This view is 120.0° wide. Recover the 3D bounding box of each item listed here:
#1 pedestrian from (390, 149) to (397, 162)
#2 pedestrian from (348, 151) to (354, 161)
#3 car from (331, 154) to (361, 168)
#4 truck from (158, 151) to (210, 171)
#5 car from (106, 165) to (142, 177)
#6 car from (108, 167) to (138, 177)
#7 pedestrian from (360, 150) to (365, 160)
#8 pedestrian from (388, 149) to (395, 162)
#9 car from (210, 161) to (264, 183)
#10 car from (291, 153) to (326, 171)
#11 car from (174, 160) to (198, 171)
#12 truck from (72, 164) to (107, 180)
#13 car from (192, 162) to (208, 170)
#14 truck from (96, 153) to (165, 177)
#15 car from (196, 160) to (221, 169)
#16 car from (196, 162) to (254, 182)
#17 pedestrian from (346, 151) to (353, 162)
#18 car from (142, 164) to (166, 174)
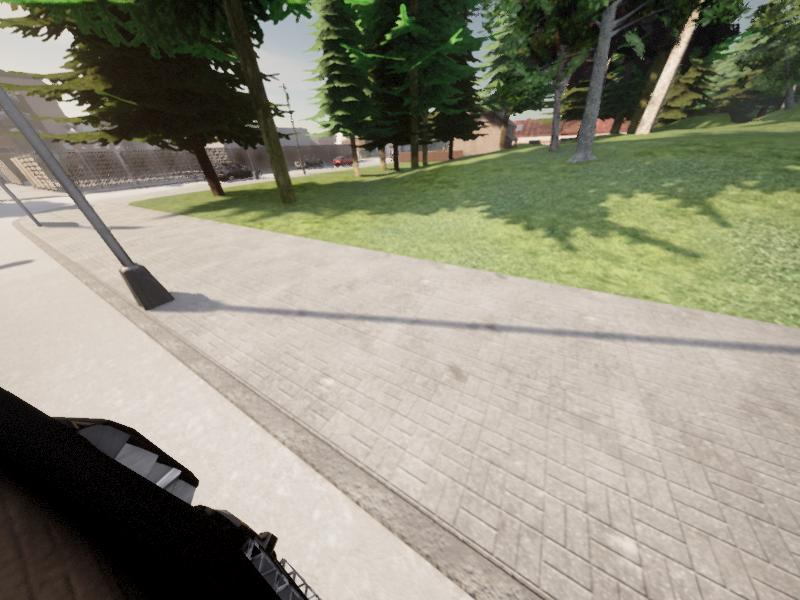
[{"bbox_3d":[-1.016,-24.157,38.652,0.751,1.860,0.751,19,39,30],"label":"pedestrian"},{"bbox_3d":[-11.157,-33.088,52.967,0.751,1.860,0.751,15,37,25],"label":"pedestrian"},{"bbox_3d":[-8.435,-22.032,36.585,2.007,1.525,4.514,15,37,25],"label":"car"},{"bbox_3d":[-54.970,-35.554,59.163,2.891,3.827,8.468,16,38,26],"label":"truck"},{"bbox_3d":[-50.169,-23.492,42.087,1.789,1.547,3.705,16,38,26],"label":"car"},{"bbox_3d":[-50.417,-23.358,42.036,5.357,1.415,2.033,16,38,26],"label":"car"},{"bbox_3d":[-8.457,-32.497,51.853,0.751,1.860,0.751,-20,37,-23],"label":"pedestrian"},{"bbox_3d":[-1.481,-25.818,41.200,0.751,1.860,0.751,-29,42,-34],"label":"pedestrian"},{"bbox_3d":[-17.153,-13.641,24.556,1.851,1.617,3.988,16,38,27],"label":"car"},{"bbox_3d":[-13.978,-21.298,35.599,1.932,1.855,4.605,14,39,24],"label":"car"},{"bbox_3d":[-45.075,-28.290,48.626,3.866,1.878,1.905,16,38,26],"label":"car"},{"bbox_3d":[-52.558,-21.692,39.128,4.478,2.038,2.069,16,38,26],"label":"truck"},{"bbox_3d":[-43.236,-28.978,49.893,2.207,1.379,1.481,16,38,26],"label":"car"},{"bbox_3d":[-57.149,-28.978,49.409,2.891,3.827,8.468,16,38,26],"label":"truck"},{"bbox_3d":[-42.702,-30.271,51.615,4.611,1.667,2.242,16,38,26],"label":"car"},{"bbox_3d":[-20.192,-14.990,26.947,1.837,1.490,4.892,15,38,26],"label":"car"},{"bbox_3d":[-10.515,-29.878,48.066,0.751,1.860,0.751,9,35,17],"label":"pedestrian"},{"bbox_3d":[-48.433,-25.833,45.500,3.633,1.501,1.845,16,38,26],"label":"car"}]
